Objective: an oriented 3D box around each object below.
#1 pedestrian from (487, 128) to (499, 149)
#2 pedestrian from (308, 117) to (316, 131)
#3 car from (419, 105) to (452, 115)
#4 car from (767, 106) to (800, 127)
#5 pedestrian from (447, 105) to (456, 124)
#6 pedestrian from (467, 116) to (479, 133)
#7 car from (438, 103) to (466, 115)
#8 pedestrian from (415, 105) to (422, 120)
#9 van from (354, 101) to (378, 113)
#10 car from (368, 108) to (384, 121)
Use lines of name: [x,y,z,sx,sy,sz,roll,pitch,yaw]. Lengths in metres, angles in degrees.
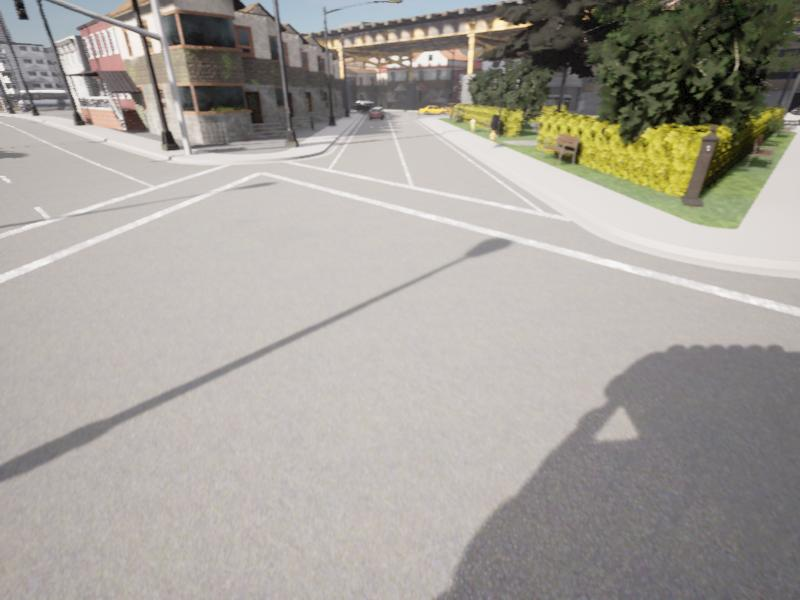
pedestrian: [5.521,-9.637,23.869,0.500,1.100,0.500,1,27,2]
pedestrian: [-7.850,-15.752,35.852,0.500,1.100,0.500,0,27,0]
car: [6.021,-32.608,68.644,5.366,1.575,1.801,7,28,13]
car: [42.476,-19.734,42.979,1.905,1.878,3.866,-20,33,-35]
pedestrian: [5.764,-20.856,44.978,0.751,1.860,0.751,-1,27,-2]
pedestrian: [6.206,-14.947,34.037,0.751,1.300,0.751,1,27,2]
car: [9.194,-33.900,70.832,4.605,1.855,1.932,23,35,37]
pedestrian: [2.537,-25.560,54.514,0.751,1.860,0.751,6,28,11]
van: [-6.802,-38.520,79.757,4.480,2.038,2.069,23,35,37]
car: [-3.272,-25.685,55.256,1.970,1.475,3.806,-1,27,-1]
